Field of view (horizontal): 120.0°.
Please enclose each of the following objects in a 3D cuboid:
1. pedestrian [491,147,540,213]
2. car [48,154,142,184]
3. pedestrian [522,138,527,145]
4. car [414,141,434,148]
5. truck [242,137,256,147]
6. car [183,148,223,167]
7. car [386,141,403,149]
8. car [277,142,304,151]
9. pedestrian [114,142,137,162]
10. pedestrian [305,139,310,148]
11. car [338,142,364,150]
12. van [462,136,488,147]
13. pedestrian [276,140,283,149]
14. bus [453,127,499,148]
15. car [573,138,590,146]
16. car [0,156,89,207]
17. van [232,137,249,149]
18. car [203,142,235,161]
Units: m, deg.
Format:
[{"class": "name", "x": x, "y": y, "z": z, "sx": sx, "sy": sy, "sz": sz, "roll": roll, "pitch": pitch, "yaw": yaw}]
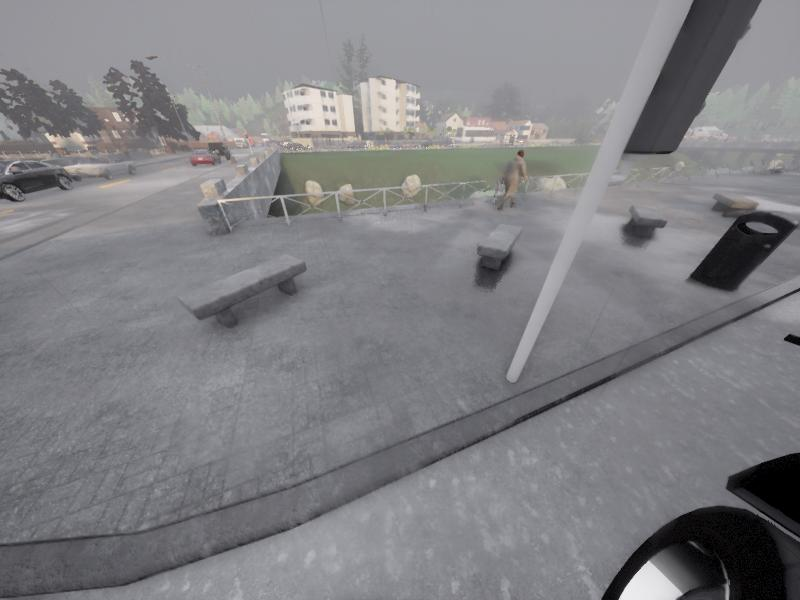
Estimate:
[{"class": "pedestrian", "x": 3.831, "y": -4.050, "z": 7.830, "sx": 0.751, "sy": 1.860, "sz": 0.751, "roll": -13, "pitch": 37, "yaw": -17}, {"class": "car", "x": -20.692, "y": -9.211, "z": 16.042, "sx": 1.895, "sy": 1.301, "sz": 4.718, "roll": -13, "pitch": 37, "yaw": -17}, {"class": "pedestrian", "x": 39.956, "y": -50.983, "z": 74.205, "sx": 0.751, "sy": 1.860, "sz": 0.751, "roll": -13, "pitch": 37, "yaw": -17}, {"class": "car", "x": 6.099, "y": -39.878, "z": 59.232, "sx": 4.892, "sy": 1.490, "sz": 1.837, "roll": -13, "pitch": 37, "yaw": -17}, {"class": "truck", "x": -48.432, "y": -50.702, "z": 74.185, "sx": 2.627, "sy": 2.467, "sz": 5.204, "roll": -13, "pitch": 37, "yaw": -17}, {"class": "car", "x": -20.060, "y": -14.697, "z": 23.768, "sx": 1.994, "sy": 1.385, "sz": 4.181, "roll": -14, "pitch": 37, "yaw": -19}, {"class": "car", "x": -1.306, "y": -38.192, "z": 56.910, "sx": 3.806, "sy": 1.475, "sz": 1.970, "roll": -13, "pitch": 37, "yaw": -17}, {"class": "car", "x": -23.566, "y": -33.134, "z": 49.881, "sx": 4.892, "sy": 1.490, "sz": 1.837, "roll": -13, "pitch": 37, "yaw": -17}, {"class": "pedestrian", "x": -31.334, "y": -16.965, "z": 26.427, "sx": 0.751, "sy": 1.860, "sz": 0.751, "roll": -13, "pitch": 37, "yaw": -17}, {"class": "pedestrian", "x": -22.148, "y": -37.530, "z": 55.373, "sx": 0.751, "sy": 1.860, "sz": 0.751, "roll": -13, "pitch": 37, "yaw": -17}, {"class": "car", "x": -11.408, "y": -35.866, "z": 53.755, "sx": 5.357, "sy": 1.411, "sz": 2.033, "roll": -13, "pitch": 37, "yaw": -17}, {"class": "van", "x": 20.684, "y": -43.569, "z": 63.551, "sx": 6.366, "sy": 2.431, "sz": 2.351, "roll": -13, "pitch": 37, "yaw": -17}, {"class": "pedestrian", "x": -27.481, "y": -35.436, "z": 52.626, "sx": 0.751, "sy": 1.860, "sz": 0.751, "roll": -22, "pitch": 41, "yaw": -28}, {"class": "bus", "x": 19.454, "y": -41.641, "z": 59.237, "sx": 10.273, "sy": 4.253, "sz": 3.944, "roll": -13, "pitch": 37, "yaw": -17}, {"class": "car", "x": 56.080, "y": -48.897, "z": 71.330, "sx": 3.866, "sy": 1.878, "sz": 1.905, "roll": -13, "pitch": 37, "yaw": -17}, {"class": "car", "x": -18.090, "y": -5.602, "z": 10.707, "sx": 2.128, "sy": 1.511, "sz": 4.902, "roll": -12, "pitch": 37, "yaw": -16}, {"class": "van", "x": -42.546, "y": -41.980, "z": 61.785, "sx": 2.351, "sy": 2.431, "sz": 6.366, "roll": -13, "pitch": 37, "yaw": -17}, {"class": "car", "x": -22.663, "y": -18.731, "z": 29.065, "sx": 1.905, "sy": 1.878, "sz": 3.866, "roll": -13, "pitch": 37, "yaw": -17}]
